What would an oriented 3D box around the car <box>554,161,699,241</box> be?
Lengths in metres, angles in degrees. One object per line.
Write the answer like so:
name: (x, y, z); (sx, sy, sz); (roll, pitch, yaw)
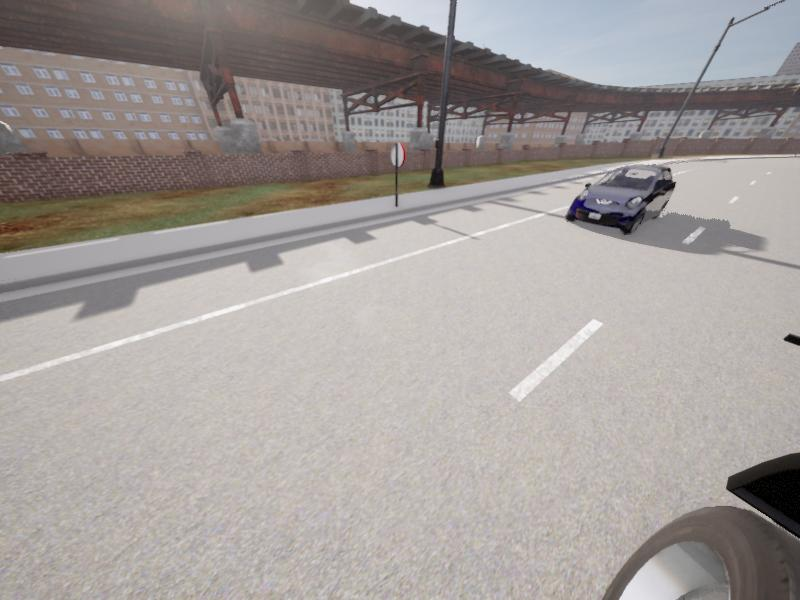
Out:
car: (6.787, -3.164, 6.983); (3.633, 1.501, 1.845); (-23, 41, -28)
